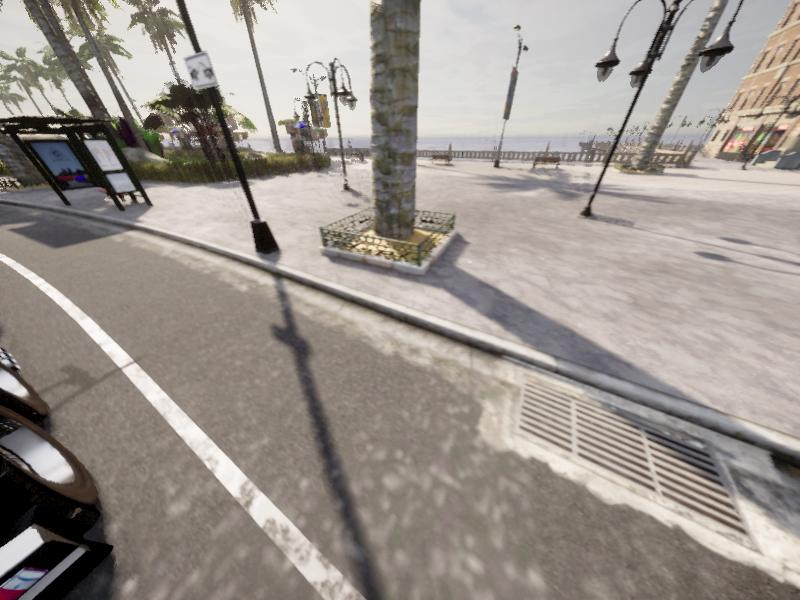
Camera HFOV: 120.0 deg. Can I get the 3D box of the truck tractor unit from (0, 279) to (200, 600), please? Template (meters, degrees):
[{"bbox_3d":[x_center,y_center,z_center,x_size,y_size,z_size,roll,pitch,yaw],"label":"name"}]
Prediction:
[{"bbox_3d":[-5.144,-0.264,0.744,6.516,4.208,3.053,17,39,23],"label":"truck tractor unit"}]

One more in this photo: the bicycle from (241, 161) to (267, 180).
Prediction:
[{"bbox_3d":[-9.702,-8.659,15.405,1.643,1.024,0.373,18,39,24],"label":"bicycle"}]

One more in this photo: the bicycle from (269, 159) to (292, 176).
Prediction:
[{"bbox_3d":[-8.708,-9.663,16.836,1.643,1.024,0.373,18,39,24],"label":"bicycle"}]

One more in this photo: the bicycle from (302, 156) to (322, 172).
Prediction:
[{"bbox_3d":[-7.217,-11.170,18.983,1.643,1.024,0.373,18,39,24],"label":"bicycle"}]
